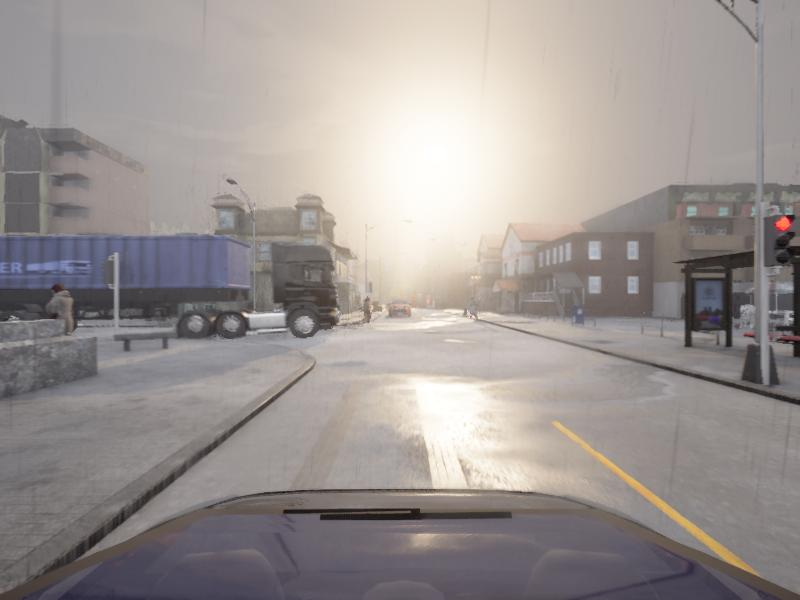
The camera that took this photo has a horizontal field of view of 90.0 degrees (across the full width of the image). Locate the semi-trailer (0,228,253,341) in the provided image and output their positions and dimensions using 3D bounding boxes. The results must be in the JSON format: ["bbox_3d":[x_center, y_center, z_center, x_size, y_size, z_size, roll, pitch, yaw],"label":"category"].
[{"bbox_3d":[-13.885,-0.611,16.988,14.254,4.402,2.717,0,0,-1],"label":"semi-trailer"}]

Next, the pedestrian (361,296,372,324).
[{"bbox_3d":[-2.269,0.647,26.908,0.751,1.860,0.751,0,0,-7],"label":"pedestrian"}]

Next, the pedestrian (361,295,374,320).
[{"bbox_3d":[-2.422,0.545,29.984,0.751,1.860,0.751,0,0,18],"label":"pedestrian"}]

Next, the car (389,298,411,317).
[{"bbox_3d":[0.000,0.709,39.775,2.097,1.767,4.553,0,0,0],"label":"car"}]

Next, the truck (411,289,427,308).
[{"bbox_3d":[4.002,-0.290,86.114,2.891,3.827,8.468,0,0,0],"label":"truck"}]

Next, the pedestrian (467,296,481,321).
[{"bbox_3d":[5.639,0.648,30.571,0.751,1.860,0.751,0,0,-17],"label":"pedestrian"}]

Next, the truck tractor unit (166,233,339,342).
[{"bbox_3d":[-5.991,-0.515,17.371,6.516,4.208,3.053,0,0,-8],"label":"truck tractor unit"}]

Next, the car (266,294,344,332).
[{"bbox_3d":[-5.139,0.655,21.455,3.866,1.878,1.905,0,0,-20],"label":"car"}]

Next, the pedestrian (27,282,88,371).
[{"bbox_3d":[-7.517,0.551,8.811,0.751,1.860,0.751,0,0,-12],"label":"pedestrian"}]
